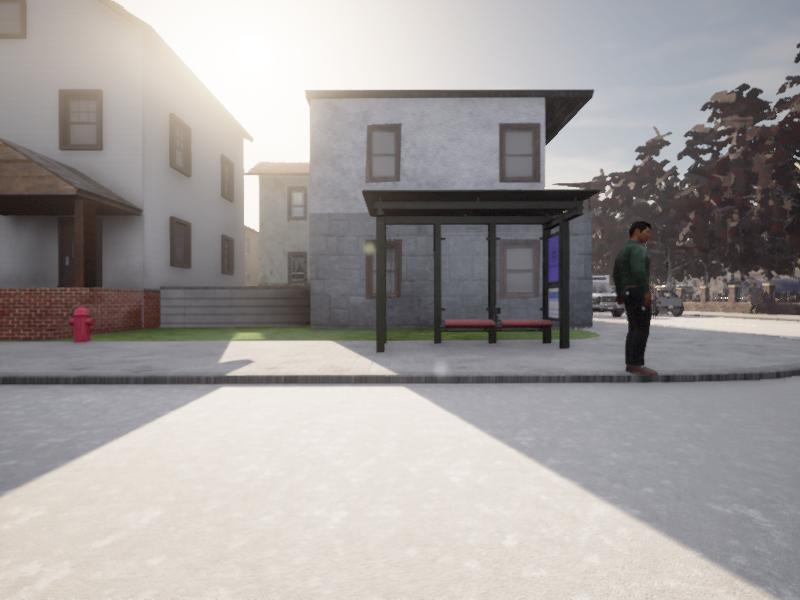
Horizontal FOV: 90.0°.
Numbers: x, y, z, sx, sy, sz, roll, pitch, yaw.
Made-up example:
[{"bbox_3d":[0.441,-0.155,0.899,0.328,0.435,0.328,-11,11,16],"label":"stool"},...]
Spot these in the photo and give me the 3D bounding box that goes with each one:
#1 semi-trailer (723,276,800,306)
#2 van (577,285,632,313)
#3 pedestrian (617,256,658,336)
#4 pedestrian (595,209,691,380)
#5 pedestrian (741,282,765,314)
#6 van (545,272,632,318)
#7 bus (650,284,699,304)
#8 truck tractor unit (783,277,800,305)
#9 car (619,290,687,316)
[{"bbox_3d":[60.800,-1.393,66.467,2.717,4.402,14.254,0,0,0],"label":"semi-trailer"},{"bbox_3d":[15.479,-0.045,30.586,1.775,1.987,4.442,0,0,-2],"label":"van"},{"bbox_3d":[5.802,-0.090,9.776,0.751,1.860,0.751,0,0,39],"label":"pedestrian"},{"bbox_3d":[2.855,-0.059,4.784,0.751,1.860,0.751,0,0,9],"label":"pedestrian"},{"bbox_3d":[20.617,-0.125,23.367,0.751,1.860,0.751,0,0,1],"label":"pedestrian"},{"bbox_3d":[11.249,-0.253,24.582,2.351,2.431,6.366,0,0,0],"label":"van"},{"bbox_3d":[60.742,-1.310,88.879,3.944,4.253,10.273,0,0,1],"label":"bus"},{"bbox_3d":[60.728,-1.300,58.557,3.053,4.208,6.516,0,0,1],"label":"truck tractor unit"},{"bbox_3d":[15.397,0.184,24.580,1.845,1.501,3.633,0,0,-1],"label":"car"}]
